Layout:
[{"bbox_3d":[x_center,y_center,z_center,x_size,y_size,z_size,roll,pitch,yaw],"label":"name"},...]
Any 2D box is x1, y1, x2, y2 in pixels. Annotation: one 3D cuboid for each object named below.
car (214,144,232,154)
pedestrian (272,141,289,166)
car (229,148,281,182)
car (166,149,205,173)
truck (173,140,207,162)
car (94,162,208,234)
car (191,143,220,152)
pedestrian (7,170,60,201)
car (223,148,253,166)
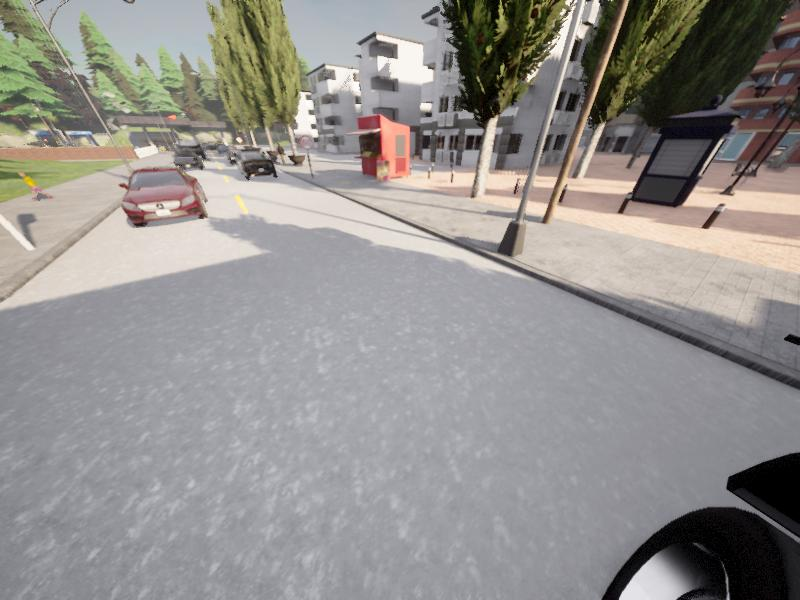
[{"bbox_3d":[-31.821,-27.169,41.483,2.033,1.411,5.357,-22,41,-28],"label":"car"},{"bbox_3d":[-10.850,-13.351,21.095,0.751,1.860,0.751,-5,35,-6],"label":"pedestrian"},{"bbox_3d":[-10.235,-9.584,16.159,1.930,1.638,5.238,-22,41,-28],"label":"car"},{"bbox_3d":[-18.094,-11.921,19.679,1.816,1.474,4.193,-22,41,-28],"label":"car"},{"bbox_3d":[-26.713,-19.236,29.578,2.390,2.098,6.274,-22,41,-28],"label":"truck"},{"bbox_3d":[-8.276,-3.878,8.221,1.812,1.442,4.674,-22,41,-27],"label":"car"},{"bbox_3d":[-43.634,-34.272,51.817,5.238,1.638,1.930,9,36,13],"label":"car"},{"bbox_3d":[-15.087,-4.722,9.546,0.500,1.100,0.500,0,35,0],"label":"pedestrian"},{"bbox_3d":[-17.067,-15.039,24.249,1.895,1.301,4.718,-22,41,-28],"label":"car"}]
